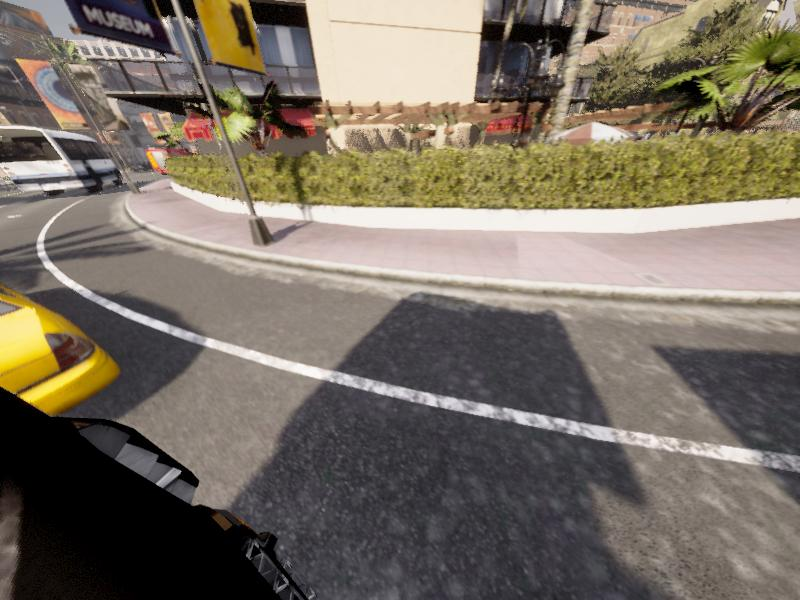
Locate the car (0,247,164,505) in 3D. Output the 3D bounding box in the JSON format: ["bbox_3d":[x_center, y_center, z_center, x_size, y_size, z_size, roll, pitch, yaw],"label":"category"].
[{"bbox_3d":[-5.486,0.315,2.410,5.366,1.575,1.801,12,36,21],"label":"car"}]

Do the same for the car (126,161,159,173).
[{"bbox_3d":[-50.077,-26.095,45.144,1.932,1.855,4.605,-10,33,-12],"label":"car"}]

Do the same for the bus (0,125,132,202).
[{"bbox_3d":[-27.872,-11.464,19.306,3.944,4.253,10.273,-22,38,-27],"label":"bus"}]

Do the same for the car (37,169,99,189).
[{"bbox_3d":[-34.058,-12.555,23.879,1.970,1.475,3.806,-17,36,-22],"label":"car"}]

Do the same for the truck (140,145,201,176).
[{"bbox_3d":[-36.871,-22.944,37.747,2.891,3.827,8.468,-11,34,-13],"label":"truck"}]
